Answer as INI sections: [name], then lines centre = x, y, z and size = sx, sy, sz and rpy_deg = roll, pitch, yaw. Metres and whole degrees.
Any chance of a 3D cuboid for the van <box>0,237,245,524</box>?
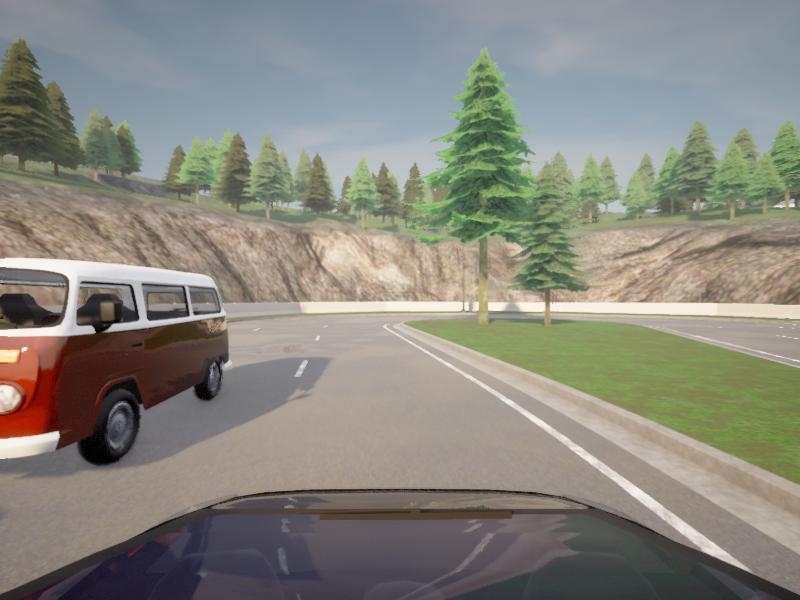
[van]
centre = -3.676, 0.570, 5.019
size = 2.069, 2.038, 4.480
rpy_deg = 0, 0, -5
